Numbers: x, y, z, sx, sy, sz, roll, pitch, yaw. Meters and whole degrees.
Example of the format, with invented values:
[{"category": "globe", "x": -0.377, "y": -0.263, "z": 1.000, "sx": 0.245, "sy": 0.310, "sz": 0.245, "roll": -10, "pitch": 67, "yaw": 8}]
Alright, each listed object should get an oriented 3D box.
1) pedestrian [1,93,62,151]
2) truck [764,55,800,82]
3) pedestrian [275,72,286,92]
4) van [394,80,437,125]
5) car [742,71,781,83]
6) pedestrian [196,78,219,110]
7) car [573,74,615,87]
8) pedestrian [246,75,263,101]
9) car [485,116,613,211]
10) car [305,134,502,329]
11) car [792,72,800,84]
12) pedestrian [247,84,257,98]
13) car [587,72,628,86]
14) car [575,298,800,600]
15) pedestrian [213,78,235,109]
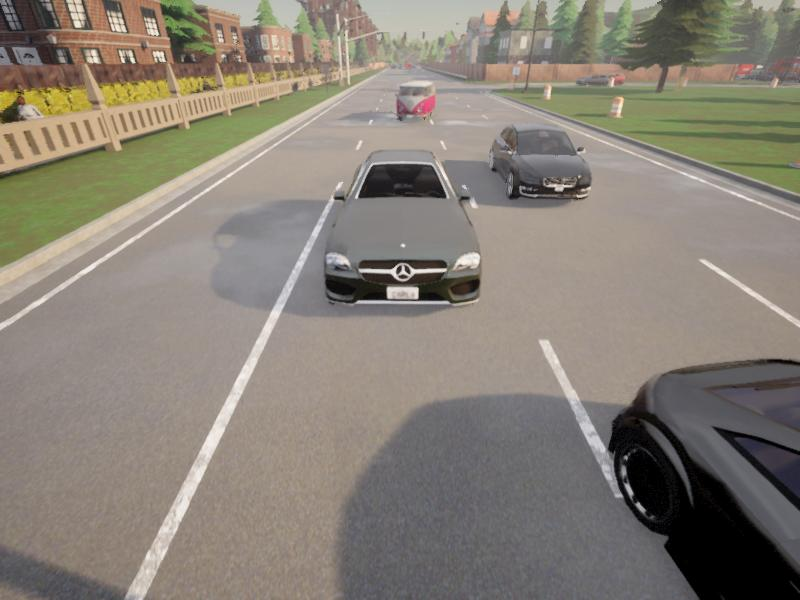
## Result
[{"category": "pedestrian", "x": -13.241, "y": -6.421, "z": 14.446, "sx": 0.751, "sy": 1.860, "sz": 0.751, "roll": 0, "pitch": 31, "yaw": -1}, {"category": "truck", "x": 68.919, "y": -40.308, "z": 69.641, "sx": 2.891, "sy": 3.827, "sz": 8.468, "roll": 0, "pitch": 31, "yaw": 0}, {"category": "pedestrian", "x": -12.812, "y": -23.400, "z": 42.925, "sx": 0.751, "sy": 1.860, "sz": 0.751, "roll": 1, "pitch": 31, "yaw": 1}, {"category": "van", "x": 0.973, "y": -11.617, "z": 23.373, "sx": 1.775, "sy": 1.987, "sz": 4.442, "roll": 6, "pitch": 31, "yaw": 10}, {"category": "car", "x": 61.905, "y": -38.351, "z": 68.605, "sx": 2.242, "sy": 1.667, "sz": 4.611, "roll": 0, "pitch": 31, "yaw": 0}, {"category": "pedestrian", "x": -12.818, "y": -13.700, "z": 26.661, "sx": 0.751, "sy": 1.860, "sz": 0.751, "roll": 3, "pitch": 31, "yaw": 6}, {"category": "car", "x": 26.726, "y": -30.294, "z": 55.194, "sx": 4.514, "sy": 1.525, "sz": 2.007, "roll": -4, "pitch": 31, "yaw": -6}, {"category": "pedestrian", "x": -12.088, "y": -17.673, "z": 33.320, "sx": 0.751, "sy": 1.860, "sz": 0.751, "roll": 3, "pitch": 31, "yaw": 4}, {"category": "car", "x": 3.702, "y": -3.967, "z": 11.027, "sx": 1.837, "sy": 1.490, "sz": 4.892, "roll": 1, "pitch": 31, "yaw": 2}, {"category": "car", "x": 0.038, "y": -1.612, "z": 6.955, "sx": 2.152, "sy": 1.651, "sz": 5.027, "roll": 0, "pitch": 31, "yaw": 0}, {"category": "car", "x": 65.377, "y": -34.896, "z": 63.002, "sx": 2.152, "sy": 1.651, "sz": 5.027, "roll": 0, "pitch": 31, "yaw": 0}, {"category": "pedestrian", "x": -13.190, "y": -18.619, "z": 35.651, "sx": 0.500, "sy": 1.100, "sz": 0.500, "roll": 1, "pitch": 31, "yaw": 1}, {"category": "car", "x": 30.278, "y": -32.268, "z": 58.423, "sx": 4.611, "sy": 1.667, "sz": 2.242, "roll": -3, "pitch": 31, "yaw": -4}, {"category": "car", "x": 2.901, "y": 1.681, "z": 1.677, "sx": 1.994, "sy": 1.385, "sz": 4.181, "roll": -4, "pitch": 31, "yaw": -7}, {"category": "pedestrian", "x": -12.128, "y": -14.266, "z": 27.608, "sx": 0.751, "sy": 1.860, "sz": 0.751, "roll": 0, "pitch": 31, "yaw": 0}]
